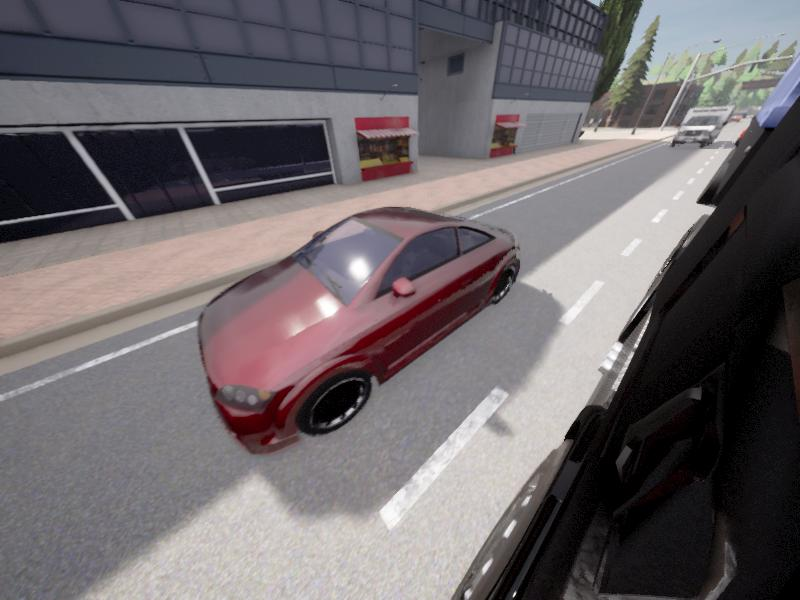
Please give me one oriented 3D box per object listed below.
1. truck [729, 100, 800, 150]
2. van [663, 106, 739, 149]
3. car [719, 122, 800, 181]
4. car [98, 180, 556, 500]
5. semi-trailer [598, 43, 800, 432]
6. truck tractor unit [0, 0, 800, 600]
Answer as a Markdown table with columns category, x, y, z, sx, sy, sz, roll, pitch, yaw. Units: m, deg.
| category | x | y | z | sx | sy | sz | roll | pitch | yaw |
| --- | --- | --- | --- | --- | --- | --- | --- | --- | --- |
| truck | 25.504 | -11.818 | 15.702 | 5.204 | 2.467 | 2.627 | -27 | 43 | -31 |
| van | 23.804 | -13.657 | 18.253 | 6.366 | 2.431 | 2.351 | -28 | 44 | -30 |
| car | 15.844 | -6.328 | 9.652 | 4.611 | 1.667 | 2.242 | -28 | 44 | -30 |
| car | -0.199 | -0.342 | 2.985 | 4.181 | 1.385 | 1.994 | -28 | 44 | -30 |
| semi-trailer | 8.693 | -3.619 | 4.218 | 14.254 | 4.402 | 2.717 | -28 | 44 | -30 |
| truck tractor unit | 2.645 | -0.295 | 0.351 | 6.516 | 4.208 | 3.053 | -28 | 44 | -30 |
